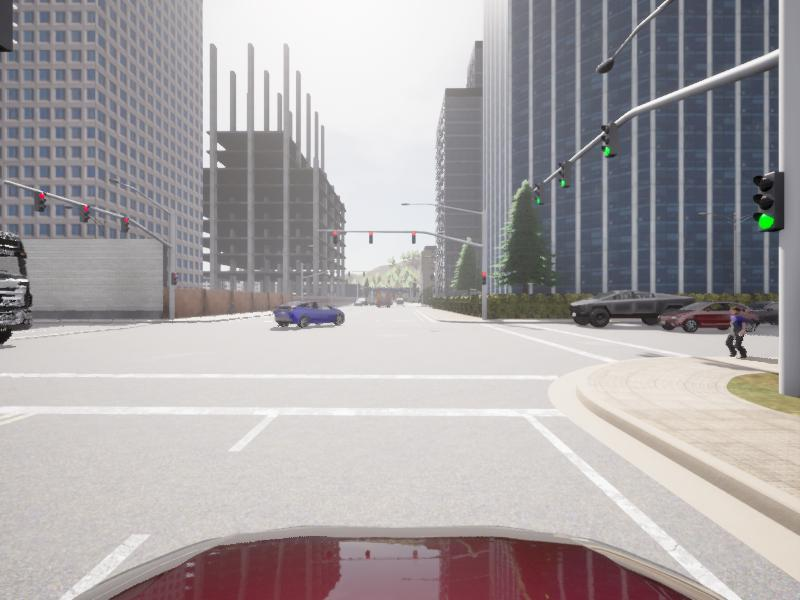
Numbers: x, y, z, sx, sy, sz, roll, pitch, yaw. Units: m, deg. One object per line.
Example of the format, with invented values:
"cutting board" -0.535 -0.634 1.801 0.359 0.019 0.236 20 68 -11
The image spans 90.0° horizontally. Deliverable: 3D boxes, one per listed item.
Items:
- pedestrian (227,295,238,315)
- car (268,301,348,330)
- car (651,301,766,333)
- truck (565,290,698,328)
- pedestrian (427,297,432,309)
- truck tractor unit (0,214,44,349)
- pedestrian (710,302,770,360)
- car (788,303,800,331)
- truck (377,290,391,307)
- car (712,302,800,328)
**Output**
"pedestrian" -16.117 0.483 38.529 0.751 1.860 0.751 0 0 -4
"car" -5.277 0.802 23.589 2.007 1.525 4.514 0 0 32
"car" 14.897 0.798 19.469 4.193 1.474 1.816 0 0 0
"truck" 13.109 0.486 22.974 6.274 2.098 2.390 0 0 0
"pedestrian" 4.807 0.481 64.728 0.751 1.860 0.751 0 0 0
"truck tractor unit" -15.776 -0.566 12.526 6.516 4.208 3.053 0 0 -1
"pedestrian" 7.977 0.709 9.418 0.751 1.300 0.751 0 0 -2
"car" 21.897 0.851 19.462 4.181 1.385 1.994 0 0 -1
"truck" -3.480 -0.330 90.360 2.891 3.827 8.468 0 0 0
"car" 20.969 0.813 22.955 4.674 1.442 1.812 0 0 0
